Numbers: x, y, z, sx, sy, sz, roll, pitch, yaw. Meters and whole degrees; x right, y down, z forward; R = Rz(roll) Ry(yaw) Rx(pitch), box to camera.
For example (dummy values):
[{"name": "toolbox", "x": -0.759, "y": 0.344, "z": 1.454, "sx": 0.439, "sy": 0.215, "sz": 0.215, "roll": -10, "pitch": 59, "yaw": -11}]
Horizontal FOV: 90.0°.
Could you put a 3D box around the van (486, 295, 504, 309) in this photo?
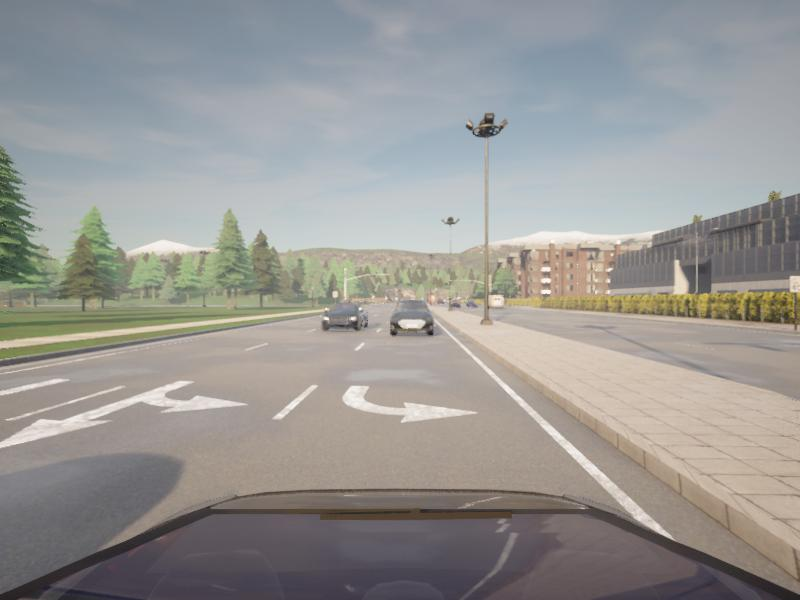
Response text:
[{"name": "van", "x": 17.853, "y": 0.353, "z": 75.627, "sx": 2.351, "sy": 2.431, "sz": 6.366, "roll": 0, "pitch": 0, "yaw": 4}]

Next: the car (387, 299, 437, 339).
[{"name": "car", "x": 0.575, "y": 0.772, "z": 18.759, "sx": 2.033, "sy": 1.649, "sz": 4.856, "roll": 0, "pitch": 0, "yaw": 2}]

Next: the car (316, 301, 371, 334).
[{"name": "car", "x": -2.839, "y": 0.821, "z": 21.236, "sx": 2.038, "sy": 1.542, "sz": 4.974, "roll": 0, "pitch": 0, "yaw": 2}]
